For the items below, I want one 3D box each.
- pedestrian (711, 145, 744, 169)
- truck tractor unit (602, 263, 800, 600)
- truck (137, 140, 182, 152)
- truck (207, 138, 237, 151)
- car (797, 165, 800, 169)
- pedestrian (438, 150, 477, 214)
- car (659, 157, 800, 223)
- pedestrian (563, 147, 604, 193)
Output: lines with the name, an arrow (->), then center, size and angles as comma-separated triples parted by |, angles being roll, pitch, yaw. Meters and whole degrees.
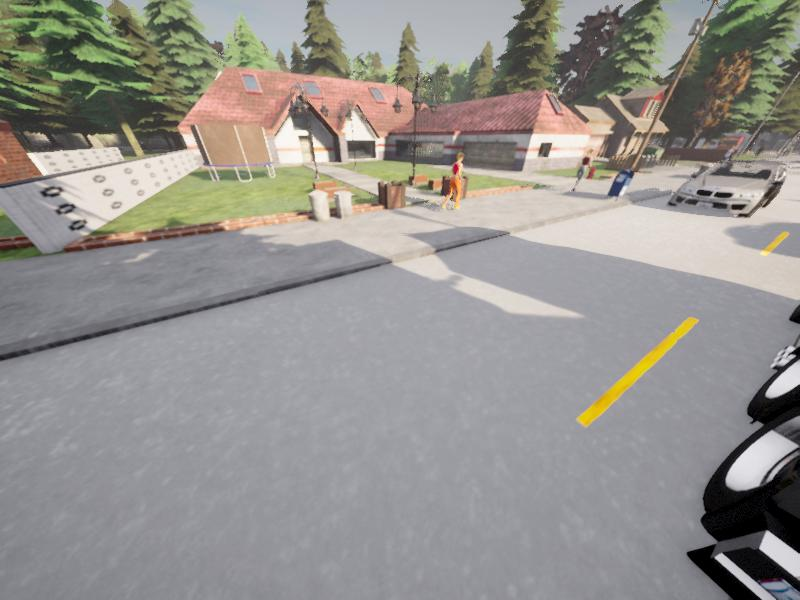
pedestrian -> 30.369, -13.307, 21.451 | 0.751, 1.860, 0.751 | -12, 37, -17
truck tractor unit -> 5.115, -0.293, 0.798 | 6.516, 4.208, 3.053 | -18, 39, -24
truck -> -53.367, -34.383, 51.548 | 6.274, 2.098, 2.390 | -18, 39, -24
truck -> -43.227, -37.846, 56.264 | 5.204, 2.467, 2.627 | -18, 39, -24
car -> 42.176, -13.932, 22.987 | 3.806, 1.475, 1.970 | -19, 39, -25
pedestrian -> 1.968, -4.128, 8.086 | 0.751, 1.860, 0.751 | -22, 41, -29
car -> 13.122, -4.522, 9.115 | 4.611, 1.667, 2.242 | -18, 39, -24
pedestrian -> 8.976, -6.384, 11.370 | 0.751, 1.860, 0.751 | -21, 40, -28
